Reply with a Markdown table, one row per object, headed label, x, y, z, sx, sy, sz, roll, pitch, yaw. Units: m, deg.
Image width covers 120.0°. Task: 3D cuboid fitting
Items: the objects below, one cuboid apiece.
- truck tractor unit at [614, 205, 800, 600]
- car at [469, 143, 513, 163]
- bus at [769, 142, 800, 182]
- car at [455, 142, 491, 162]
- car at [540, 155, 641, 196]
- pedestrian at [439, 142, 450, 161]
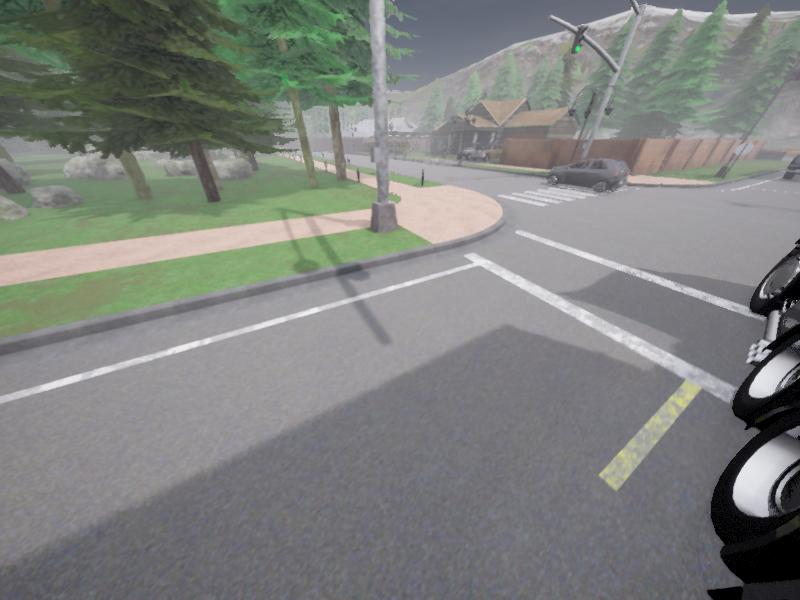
| label | x | y | z | sx | sy | sz | roll | pitch | yaw |
| --- | --- | --- | --- | --- | --- | --- | --- | --- | --- |
| truck tractor unit | 5.010 | -0.386 | 0.928 | 6.516 | 4.208 | 3.053 | -22 | 41 | -29 |
| car | 10.721 | -17.401 | 27.231 | 4.605 | 1.855 | 1.932 | -18 | 39 | -25 |
| bus | 31.958 | -10.797 | 16.014 | 10.273 | 4.253 | 3.944 | -17 | 38 | -24 |
| car | 9.117 | -18.529 | 28.851 | 3.866 | 1.878 | 1.905 | -18 | 39 | -25 |
| car | 10.276 | -7.017 | 12.818 | 1.845 | 1.501 | 3.633 | -19 | 39 | -25 |
| pedestrian | 5.264 | -17.532 | 27.343 | 0.751 | 1.860 | 0.751 | -21 | 40 | -27 |
